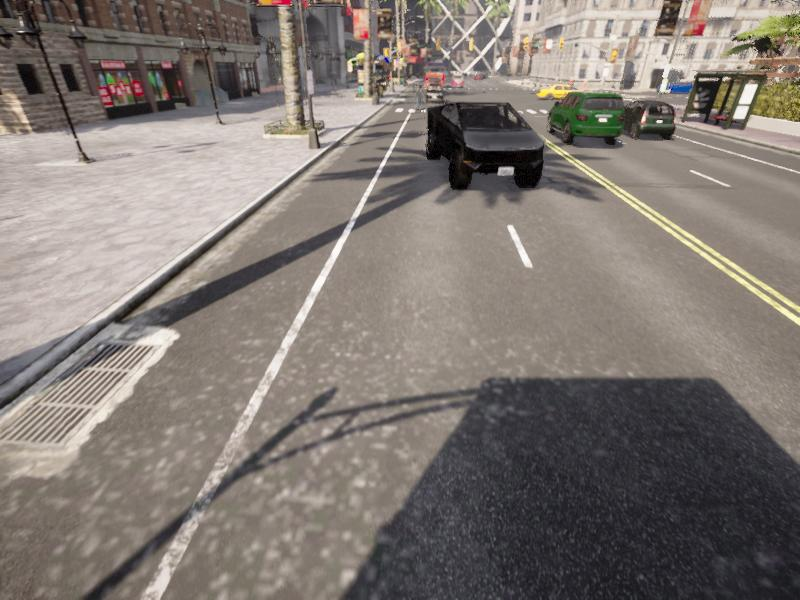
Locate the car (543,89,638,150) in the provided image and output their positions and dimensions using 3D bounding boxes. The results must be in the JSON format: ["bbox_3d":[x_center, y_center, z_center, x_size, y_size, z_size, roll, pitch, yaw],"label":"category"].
[{"bbox_3d":[8.605,-8.644,18.799,2.150,2.045,5.566,3,30,5],"label":"car"}]

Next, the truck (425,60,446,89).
[{"bbox_3d":[5.563,-35.562,62.977,2.891,3.827,8.468,2,30,4],"label":"truck"}]

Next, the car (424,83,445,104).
[{"bbox_3d":[3.293,-19.641,38.015,1.789,1.549,3.705,2,31,4],"label":"car"}]

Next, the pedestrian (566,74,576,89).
[{"bbox_3d":[25.169,-32.081,58.807,0.751,1.860,0.751,-4,31,-7],"label":"pedestrian"}]

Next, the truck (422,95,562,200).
[{"bbox_3d":[2.392,-5.181,12.784,2.390,2.098,6.274,-3,31,-5],"label":"truck"}]

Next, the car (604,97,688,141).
[{"bbox_3d":[12.257,-9.243,20.295,1.851,1.617,3.988,2,30,4],"label":"car"}]

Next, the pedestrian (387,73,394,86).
[{"bbox_3d":[-1.474,-35.163,63.828,0.751,1.860,0.751,-23,38,-34],"label":"pedestrian"}]

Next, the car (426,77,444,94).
[{"bbox_3d":[4.537,-27.915,51.921,2.097,1.767,4.553,2,30,4],"label":"car"}]

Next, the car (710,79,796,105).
[{"bbox_3d":[33.875,-20.082,38.564,5.566,2.045,2.150,2,30,3],"label":"car"}]

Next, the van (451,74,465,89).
[{"bbox_3d":[8.920,-33.709,61.666,1.775,1.987,4.442,2,30,4],"label":"van"}]

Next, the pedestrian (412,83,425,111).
[{"bbox_3d":[1.434,-15.521,30.619,0.751,1.860,0.751,9,31,14],"label":"pedestrian"}]

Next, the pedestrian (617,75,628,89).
[{"bbox_3d":[33.020,-32.428,59.472,0.751,1.860,0.751,1,30,1],"label":"pedestrian"}]

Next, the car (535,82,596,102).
[{"bbox_3d":[16.837,-21.177,40.740,5.366,1.575,1.801,14,33,22],"label":"car"}]

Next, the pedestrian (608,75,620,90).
[{"bbox_3d":[30.480,-30.993,56.998,0.751,1.860,0.751,-5,31,-9],"label":"pedestrian"}]

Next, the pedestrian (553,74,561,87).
[{"bbox_3d":[24.949,-34.884,63.592,0.751,1.860,0.751,1,30,2],"label":"pedestrian"}]

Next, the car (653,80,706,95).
[{"bbox_3d":[35.940,-27.389,51.564,5.008,1.535,1.882,2,30,3],"label":"car"}]

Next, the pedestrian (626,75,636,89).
[{"bbox_3d":[34.746,-32.836,60.184,0.751,1.860,0.751,2,30,3],"label":"pedestrian"}]
